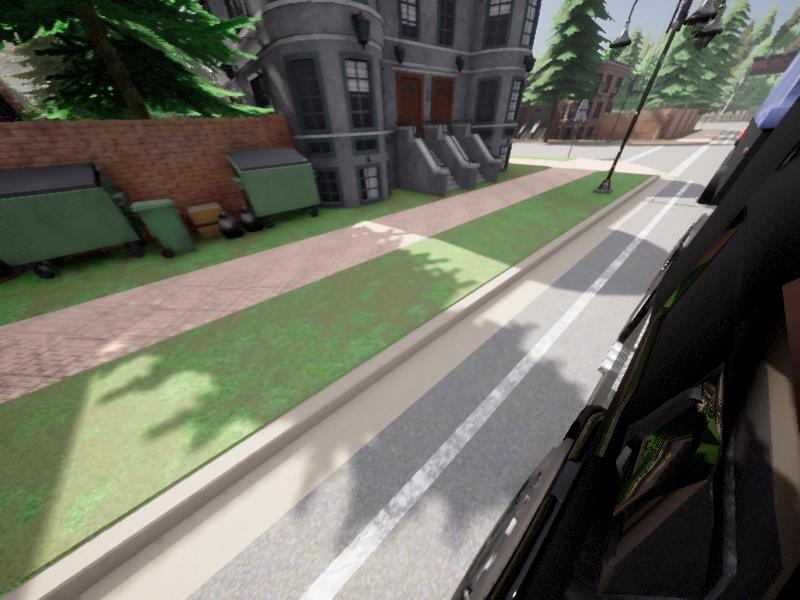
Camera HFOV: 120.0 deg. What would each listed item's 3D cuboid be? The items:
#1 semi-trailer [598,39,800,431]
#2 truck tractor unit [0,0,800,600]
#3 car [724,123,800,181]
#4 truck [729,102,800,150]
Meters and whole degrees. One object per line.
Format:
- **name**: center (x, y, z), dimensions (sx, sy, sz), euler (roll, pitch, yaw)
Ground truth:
- **semi-trailer**: center (8.687, -3.615, 4.235), dimensions (14.254, 4.402, 2.717), euler (-28, 44, -30)
- **truck tractor unit**: center (2.645, -0.295, 0.351), dimensions (6.516, 4.208, 3.053), euler (-28, 44, -30)
- **car**: center (16.230, -6.508, 9.924), dimensions (5.238, 1.638, 1.930), euler (-28, 44, -30)
- **truck**: center (26.418, -12.302, 16.311), dimensions (5.204, 2.467, 2.627), euler (-28, 43, -30)
